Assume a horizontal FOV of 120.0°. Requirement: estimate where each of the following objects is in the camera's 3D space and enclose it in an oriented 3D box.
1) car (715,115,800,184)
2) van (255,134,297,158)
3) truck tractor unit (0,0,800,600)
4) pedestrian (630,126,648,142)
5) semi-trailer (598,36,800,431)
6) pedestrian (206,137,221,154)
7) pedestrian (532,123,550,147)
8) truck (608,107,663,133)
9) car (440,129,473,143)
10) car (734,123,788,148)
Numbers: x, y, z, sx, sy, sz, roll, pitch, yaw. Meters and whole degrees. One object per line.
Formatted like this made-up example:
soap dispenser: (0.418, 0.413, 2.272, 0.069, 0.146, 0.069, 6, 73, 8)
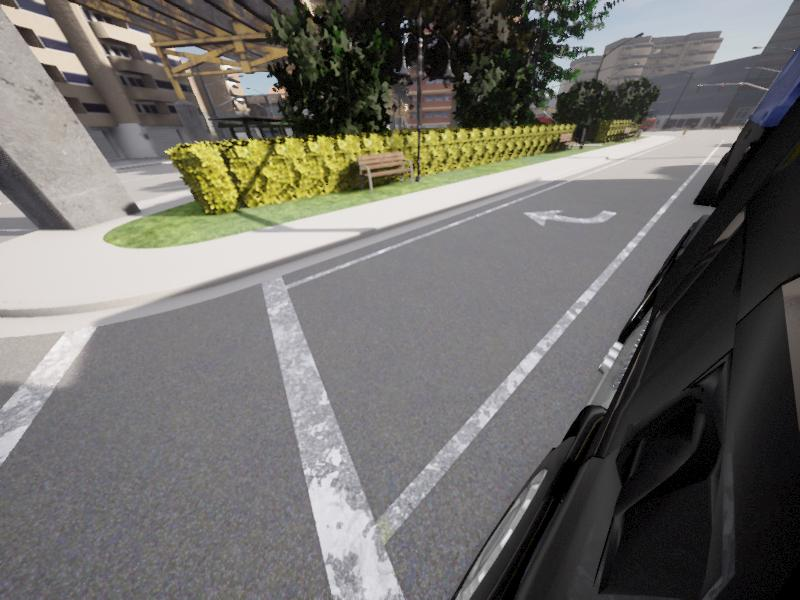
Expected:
car: (16.173, -6.646, 9.968, 5.566, 2.045, 2.150, -28, 43, -31)
van: (-14.549, -18.336, 27.400, 2.069, 2.038, 4.480, 1, 37, 5)
truck tractor unit: (2.645, -0.295, 0.352, 6.516, 4.208, 3.053, -28, 44, -30)
pedestrian: (25.387, -17.611, 24.527, 0.751, 1.300, 0.751, -31, 45, -33)
semi-trailer: (8.667, -3.609, 4.282, 14.254, 4.402, 2.717, -28, 44, -30)
pedestrian: (-26.124, -21.655, 32.377, 0.751, 1.860, 0.751, 19, 41, 26)
pedestrian: (13.718, -16.054, 22.516, 0.751, 1.860, 0.751, 3, 37, 7)
truck: (48.560, -37.318, 48.142, 2.891, 3.827, 8.468, 1, 36, 5)
car: (9.171, -26.892, 37.946, 5.027, 1.651, 2.152, 2, 37, 5)
car: (29.837, -13.687, 19.164, 4.674, 1.442, 1.812, -28, 43, -30)
